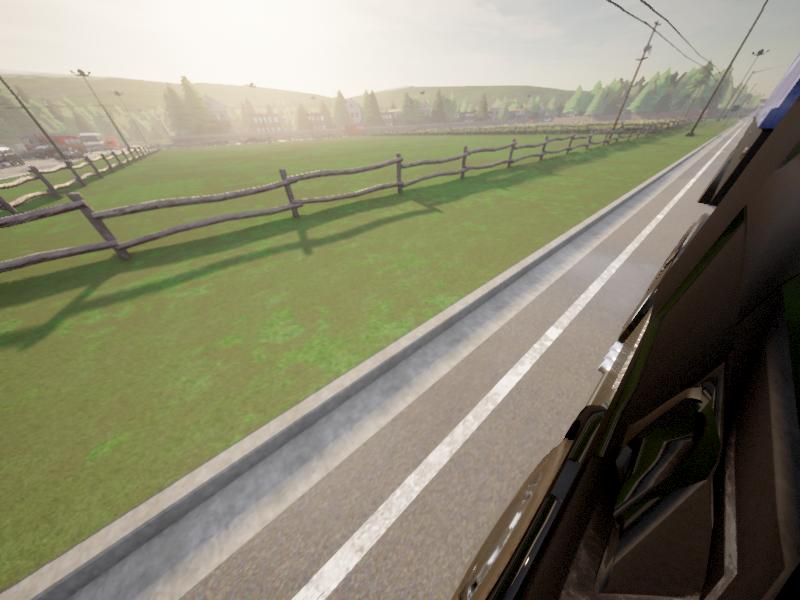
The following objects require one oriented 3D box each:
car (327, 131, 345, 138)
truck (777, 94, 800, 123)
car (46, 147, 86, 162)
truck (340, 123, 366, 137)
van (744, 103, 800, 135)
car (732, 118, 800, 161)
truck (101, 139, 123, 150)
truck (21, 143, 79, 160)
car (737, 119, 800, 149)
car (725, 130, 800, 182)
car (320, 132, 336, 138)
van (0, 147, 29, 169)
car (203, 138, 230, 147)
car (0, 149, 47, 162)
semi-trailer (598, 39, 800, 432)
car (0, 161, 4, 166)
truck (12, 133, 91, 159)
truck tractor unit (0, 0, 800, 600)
[{"bbox_3d":[-21.749,-56.365,78.784,5.366,1.575,1.801,-28,44,-29],"label":"car"},{"bbox_3d":[72.464,-34.619,41.697,8.468,3.827,2.891,-28,44,-30],"label":"truck"},{"bbox_3d":[-54.089,-23.734,37.538,2.242,1.667,4.611,-25,42,-26],"label":"car"},{"bbox_3d":[-17.053,-62.515,84.746,8.468,3.827,2.891,-28,44,-29],"label":"truck"},{"bbox_3d":[39.498,-19.199,24.548,6.366,2.431,2.351,-28,44,-30],"label":"van"},{"bbox_3d":[21.460,-9.261,13.199,5.027,1.651,2.152,-28,44,-30],"label":"car"},{"bbox_3d":[-85.010,-45.900,68.293,2.627,2.467,5.204,-28,43,-29],"label":"truck"},{"bbox_3d":[-65.139,-27.837,43.257,2.390,2.098,6.274,-11,38,-11],"label":"truck"},{"bbox_3d":[26.593,-11.941,16.540,4.792,1.488,2.163,-28,44,-30],"label":"car"},{"bbox_3d":[15.704,-6.087,9.582,4.181,1.385,1.994,-28,44,-30],"label":"car"},{"bbox_3d":[-25.009,-57.367,80.339,5.008,1.535,1.882,-28,44,-29],"label":"car"},{"bbox_3d":[-50.489,-18.018,29.271,2.069,2.038,4.480,-27,44,-29],"label":"van"},{"bbox_3d":[-48.807,-42.109,61.540,5.238,1.638,1.930,-28,44,-29],"label":"car"},{"bbox_3d":[-72.274,-27.781,44.293,2.152,1.651,5.027,-9,37,-8],"label":"car"},{"bbox_3d":[8.698,-3.617,4.212,14.254,4.402,2.717,-28,44,-30],"label":"semi-trailer"},{"bbox_3d":[-56.549,-18.756,31.126,1.816,1.474,4.193,-28,44,-29],"label":"car"},{"bbox_3d":[-69.452,-31.187,46.560,2.891,3.827,8.468,-7,37,-5],"label":"truck"},{"bbox_3d":[2.645,-0.295,0.351,6.516,4.208,3.053,-28,44,-30],"label":"truck tractor unit"}]
